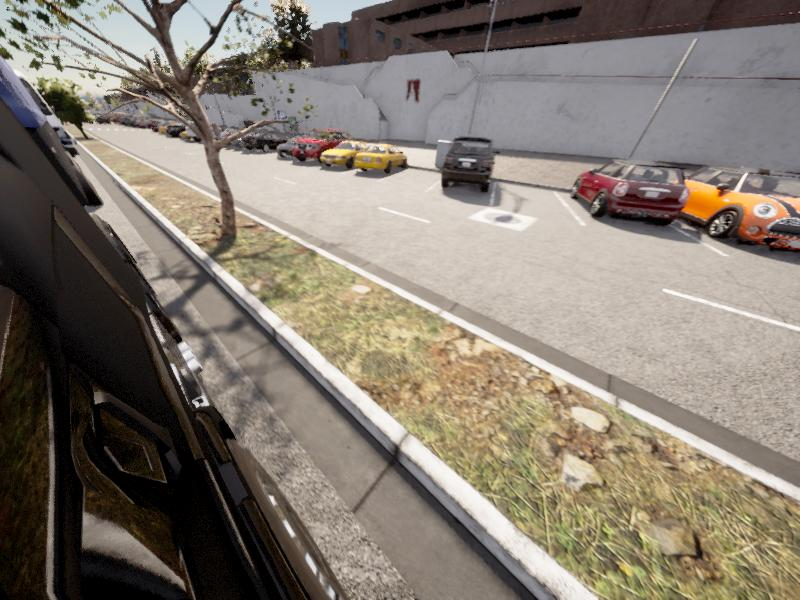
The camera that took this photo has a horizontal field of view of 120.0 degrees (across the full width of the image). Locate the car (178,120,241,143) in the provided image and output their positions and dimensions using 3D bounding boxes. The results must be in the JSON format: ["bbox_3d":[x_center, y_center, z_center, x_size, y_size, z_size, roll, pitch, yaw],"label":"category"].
[{"bbox_3d":[-23.969,-21.402,29.438,2.435,2.045,5.566,14,37,14],"label":"car"}]

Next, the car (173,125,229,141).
[{"bbox_3d":[-26.349,-22.316,30.913,1.946,1.575,5.366,15,37,14],"label":"car"}]

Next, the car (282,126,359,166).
[{"bbox_3d":[-5.596,-11.649,17.382,2.435,2.045,5.566,14,37,14],"label":"car"}]

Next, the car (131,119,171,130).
[{"bbox_3d":[-49.265,-34.820,45.849,2.163,1.488,4.792,15,38,14],"label":"car"}]

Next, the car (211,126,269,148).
[{"bbox_3d":[-17.074,-17.637,25.021,2.185,1.767,4.553,14,37,14],"label":"car"}]

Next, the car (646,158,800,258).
[{"bbox_3d":[10.495,-3.052,7.016,2.185,1.767,4.553,14,37,14],"label":"car"}]

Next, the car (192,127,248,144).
[{"bbox_3d":[-21.687,-19.953,28.111,2.163,1.488,4.792,14,37,15],"label":"car"}]

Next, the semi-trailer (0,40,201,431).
[{"bbox_3d":[-8.703,-3.586,4.246,14.254,4.402,2.717,28,43,30],"label":"semi-trailer"}]

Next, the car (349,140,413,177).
[{"bbox_3d":[-0.950,-9.139,14.692,1.946,1.575,5.366,14,37,15],"label":"car"}]

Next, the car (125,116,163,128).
[{"bbox_3d":[-53.842,-37.434,48.701,2.185,1.767,4.553,14,38,14],"label":"car"}]

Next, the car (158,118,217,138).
[{"bbox_3d":[-30.874,-25.067,33.859,2.435,2.045,5.566,15,38,14],"label":"car"}]

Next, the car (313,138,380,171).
[{"bbox_3d":[-3.367,-10.152,15.903,1.946,1.575,5.366,14,37,14],"label":"car"}]

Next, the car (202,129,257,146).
[{"bbox_3d":[-19.387,-18.701,26.596,2.002,1.452,4.674,14,37,14],"label":"car"}]

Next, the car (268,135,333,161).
[{"bbox_3d":[-7.909,-12.633,19.050,2.163,1.488,4.792,14,37,14],"label":"car"}]

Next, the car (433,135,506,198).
[{"bbox_3d":[3.598,-6.822,11.428,2.435,2.045,5.566,14,37,15],"label":"car"}]

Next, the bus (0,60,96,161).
[{"bbox_3d":[-24.862,-12.140,15.003,10.273,4.253,3.944,28,43,30],"label":"bus"}]

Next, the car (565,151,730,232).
[{"bbox_3d":[8.170,-4.244,8.462,2.185,1.767,4.553,14,37,15],"label":"car"}]

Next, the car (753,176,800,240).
[{"bbox_3d":[12.777,-1.710,5.578,2.231,1.521,4.892,14,37,14],"label":"car"}]

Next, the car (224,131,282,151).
[{"bbox_3d":[-14.794,-16.273,23.594,2.002,1.452,4.674,14,37,14],"label":"car"}]

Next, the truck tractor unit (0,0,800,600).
[{"bbox_3d":[-2.645,-0.295,0.351,6.516,4.208,3.053,28,44,30],"label":"truck tractor unit"}]

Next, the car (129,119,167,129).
[{"bbox_3d":[-51.561,-36.076,47.354,2.002,1.452,4.674,14,38,14],"label":"car"}]

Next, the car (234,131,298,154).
[{"bbox_3d":[-12.502,-15.090,22.061,2.097,1.535,5.008,14,37,15],"label":"car"}]
